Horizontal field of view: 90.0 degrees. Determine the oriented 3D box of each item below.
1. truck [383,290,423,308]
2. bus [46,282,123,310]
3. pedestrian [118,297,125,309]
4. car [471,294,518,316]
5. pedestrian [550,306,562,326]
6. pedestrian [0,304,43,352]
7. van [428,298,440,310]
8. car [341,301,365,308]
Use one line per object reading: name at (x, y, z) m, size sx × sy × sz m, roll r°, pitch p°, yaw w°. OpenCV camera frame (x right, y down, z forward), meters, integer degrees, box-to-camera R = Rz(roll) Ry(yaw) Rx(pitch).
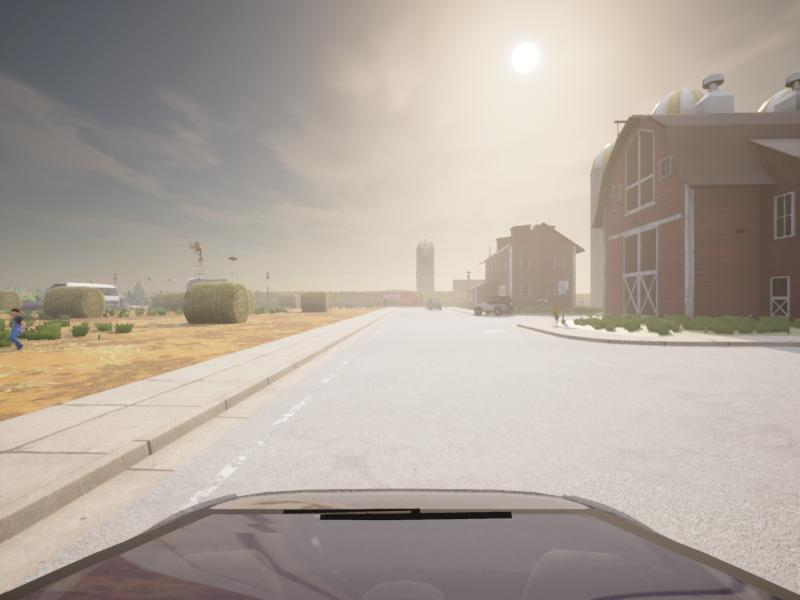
truck at (0.778, -0.298, 86.116) m, size 8.468 × 3.827 × 2.891 m, roll 0°, pitch 0°, yaw 3°
bus at (-51.449, -0.547, 65.898) m, size 3.944 × 4.253 × 10.273 m, roll 0°, pitch 0°, yaw 6°
pedestrian at (-44.699, 0.477, 64.187) m, size 0.751 × 1.860 × 0.751 m, roll 0°, pitch 0°, yaw -13°
car at (8.908, 0.488, 37.965) m, size 1.905 × 1.878 × 3.866 m, roll -8°, pitch 3°, yaw -40°
pedestrian at (8.447, 0.865, 21.684) m, size 0.500 × 1.100 × 0.500 m, roll 0°, pitch 0°, yaw 6°
pedestrian at (-10.876, 0.766, 11.459) m, size 0.751 × 1.300 × 0.751 m, roll 0°, pitch 0°, yaw 25°
van at (5.683, 0.599, 67.432) m, size 1.775 × 1.987 × 4.442 m, roll 0°, pitch 0°, yaw 2°
car at (-10.104, 0.880, 86.633) m, size 4.792 × 1.488 × 2.163 m, roll 0°, pitch 0°, yaw 3°
